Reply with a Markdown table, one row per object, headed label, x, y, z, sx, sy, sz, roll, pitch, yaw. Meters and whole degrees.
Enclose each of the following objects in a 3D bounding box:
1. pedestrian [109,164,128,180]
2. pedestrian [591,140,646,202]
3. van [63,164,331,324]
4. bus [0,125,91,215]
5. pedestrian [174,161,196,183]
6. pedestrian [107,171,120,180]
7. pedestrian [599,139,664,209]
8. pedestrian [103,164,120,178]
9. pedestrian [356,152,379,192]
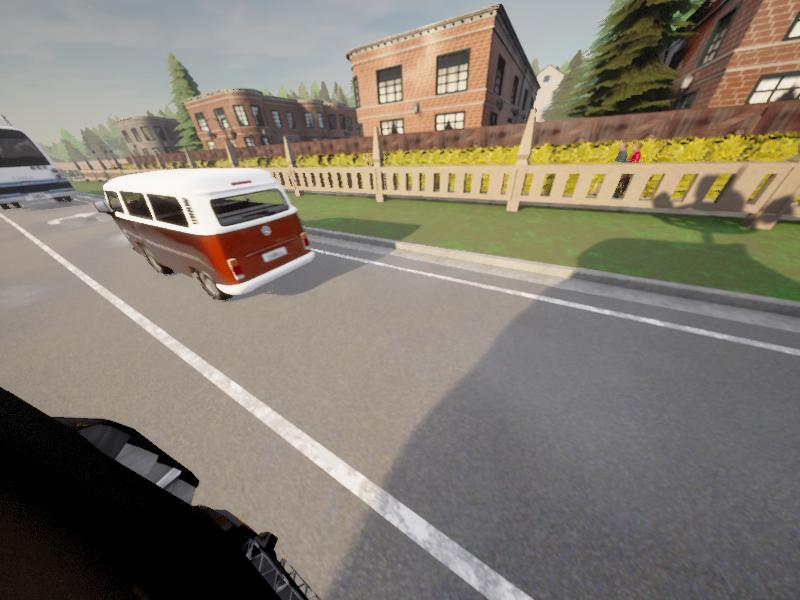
| label | x | y | z | sx | sy | sz | roll | pitch | yaw |
| --- | --- | --- | --- | --- | --- | --- | --- | --- | --- |
| pedestrian | -39.601 | -18.042 | 32.521 | 0.751 | 1.860 | 0.751 | 15 | 38 | 26 |
| pedestrian | 7.746 | -4.616 | 8.308 | 0.751 | 1.860 | 0.751 | 16 | 38 | 26 |
| van | -4.032 | -1.541 | 4.800 | 4.480 | 2.038 | 2.069 | 16 | 38 | 26 |
| bus | -26.850 | -8.784 | 15.632 | 10.273 | 4.253 | 3.944 | 16 | 38 | 26 |
| pedestrian | -21.627 | -12.907 | 23.271 | 0.751 | 1.860 | 0.751 | 14 | 37 | 24 |
| pedestrian | -39.758 | -17.284 | 32.078 | 0.500 | 1.100 | 0.500 | 8 | 35 | 17 |
| pedestrian | 7.340 | -4.034 | 7.463 | 0.751 | 1.860 | 0.751 | 15 | 38 | 25 |
| pedestrian | -45.094 | -20.110 | 36.101 | 0.751 | 1.860 | 0.751 | 11 | 36 | 20 |
| pedestrian | -1.795 | -7.091 | 12.839 | 0.751 | 1.860 | 0.751 | 15 | 38 | 25 |
